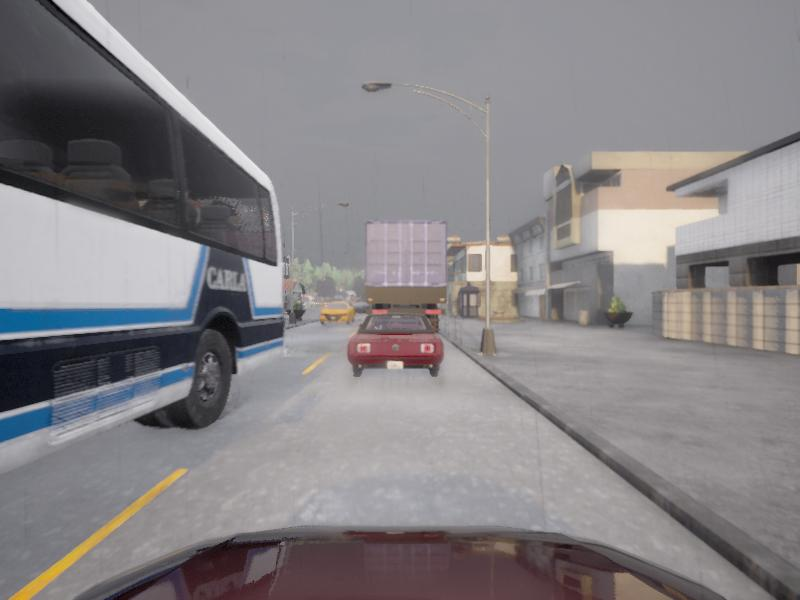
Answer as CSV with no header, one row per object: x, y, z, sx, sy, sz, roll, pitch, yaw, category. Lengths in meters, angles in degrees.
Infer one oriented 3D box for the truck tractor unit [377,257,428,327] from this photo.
0.045,-0.479,27.266,3.053,4.208,6.516,0,0,-1,truck tractor unit

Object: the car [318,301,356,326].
-4.196,0.861,27.540,1.882,1.535,5.008,0,0,0,car

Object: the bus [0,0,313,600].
-3.781,-0.523,2.982,3.944,4.253,10.273,0,-1,0,bus

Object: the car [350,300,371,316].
-4.387,0.835,45.106,1.930,1.638,5.238,0,1,0,car

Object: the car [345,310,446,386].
-0.087,0.958,9.851,1.895,1.301,4.718,0,0,0,car

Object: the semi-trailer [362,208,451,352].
0.142,-0.590,19.354,2.717,4.402,14.254,0,0,0,semi-trailer
